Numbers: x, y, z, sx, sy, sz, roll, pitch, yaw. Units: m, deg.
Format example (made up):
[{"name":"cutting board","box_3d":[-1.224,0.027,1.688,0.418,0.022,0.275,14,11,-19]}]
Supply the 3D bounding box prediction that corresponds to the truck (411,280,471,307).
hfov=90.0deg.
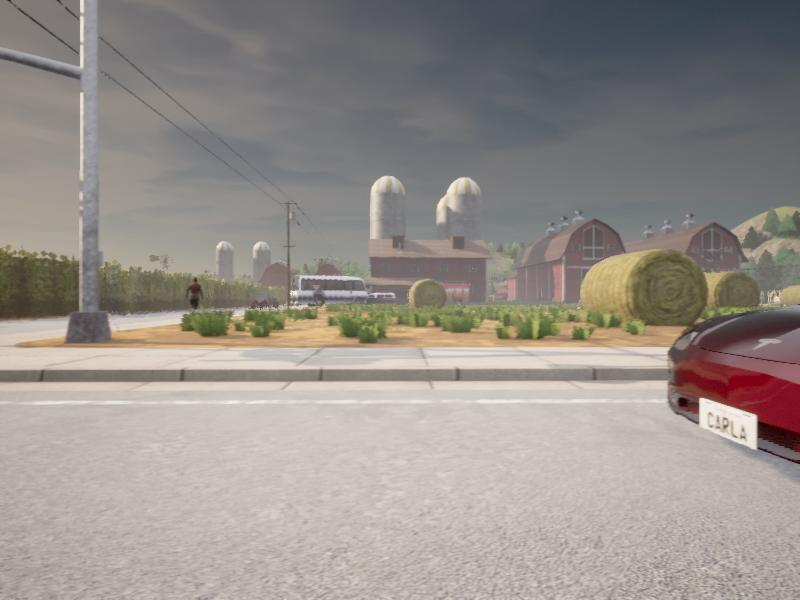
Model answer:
[{"name":"truck","box_3d":[5.961,-0.910,59.009,8.468,3.827,2.891,0,0,-4]}]

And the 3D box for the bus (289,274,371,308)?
[{"name":"bus","box_3d":[-9.365,-1.115,54.133,10.273,4.253,3.944,0,0,-32]}]

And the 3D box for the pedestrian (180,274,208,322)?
[{"name":"pedestrian","box_3d":[-8.109,-0.077,15.760,0.751,1.860,0.751,0,0,-5]}]

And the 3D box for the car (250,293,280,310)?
[{"name":"car","box_3d":[-14.700,0.136,43.812,2.097,1.767,4.553,0,0,-4]}]

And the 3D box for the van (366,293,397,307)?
[{"name":"van","box_3d":[-2.759,-0.016,58.335,4.480,2.038,2.069,0,0,-4]}]

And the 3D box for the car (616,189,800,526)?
[{"name":"car","box_3d":[4.157,0.250,2.189,4.792,1.488,2.163,0,0,-1]}]
